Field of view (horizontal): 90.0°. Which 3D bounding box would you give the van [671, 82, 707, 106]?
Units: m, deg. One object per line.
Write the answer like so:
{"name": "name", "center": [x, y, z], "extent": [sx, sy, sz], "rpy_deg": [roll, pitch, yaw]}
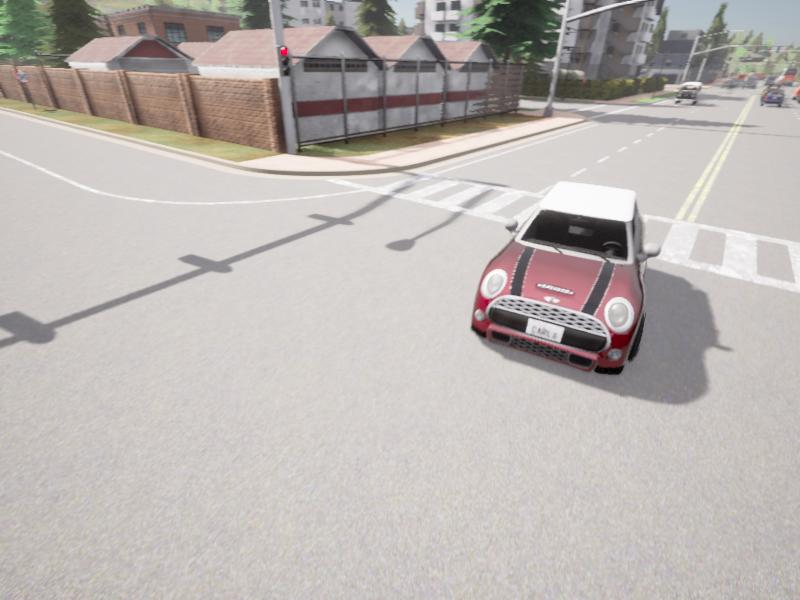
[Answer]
{"name": "van", "center": [30.050, -21.436, 41.552], "extent": [2.069, 2.038, 4.480], "rpy_deg": [23, 37, 32]}

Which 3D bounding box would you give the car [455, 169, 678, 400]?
{"name": "car", "center": [2.490, -0.653, 5.745], "extent": [1.970, 1.475, 3.806], "rpy_deg": [16, 34, 24]}

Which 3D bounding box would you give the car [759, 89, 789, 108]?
{"name": "car", "center": [38.668, -20.885, 41.385], "extent": [1.789, 1.549, 3.705], "rpy_deg": [23, 37, 32]}

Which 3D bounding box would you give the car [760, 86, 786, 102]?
{"name": "car", "center": [46.971, -26.032, 50.414], "extent": [1.801, 1.575, 5.366], "rpy_deg": [23, 37, 32]}

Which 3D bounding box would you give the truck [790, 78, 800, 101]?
{"name": "truck", "center": [52.527, -27.010, 51.392], "extent": [2.627, 2.467, 5.204], "rpy_deg": [23, 37, 32]}
